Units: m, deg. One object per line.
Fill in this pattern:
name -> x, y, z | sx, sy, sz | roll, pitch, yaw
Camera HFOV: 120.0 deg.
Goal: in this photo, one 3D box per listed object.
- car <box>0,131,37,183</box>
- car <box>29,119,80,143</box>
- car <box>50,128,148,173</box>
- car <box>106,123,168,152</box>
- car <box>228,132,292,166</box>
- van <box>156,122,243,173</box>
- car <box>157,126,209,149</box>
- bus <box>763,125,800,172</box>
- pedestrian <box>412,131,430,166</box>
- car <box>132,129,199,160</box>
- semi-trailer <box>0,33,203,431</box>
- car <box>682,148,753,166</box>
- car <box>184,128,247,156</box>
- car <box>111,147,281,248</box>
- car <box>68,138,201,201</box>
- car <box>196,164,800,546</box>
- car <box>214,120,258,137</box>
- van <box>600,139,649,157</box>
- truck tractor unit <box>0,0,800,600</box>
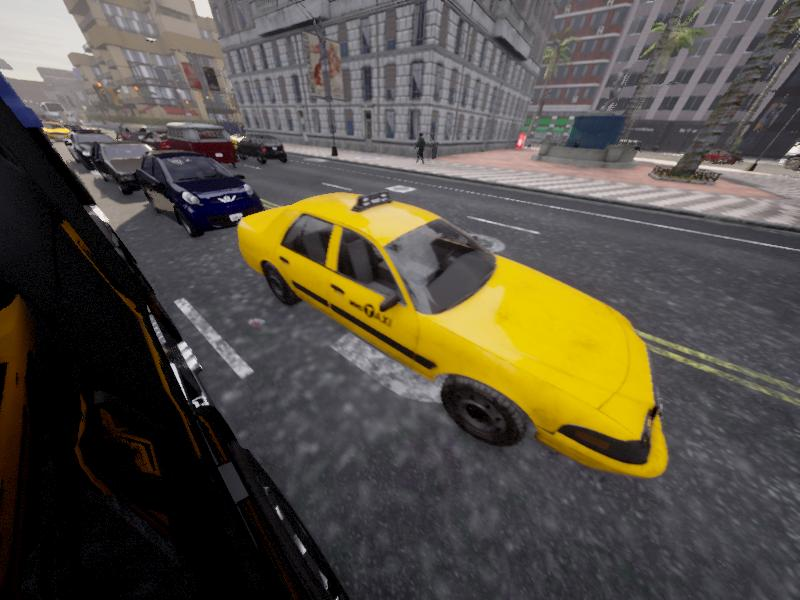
car -> -16.183, -5.533, 8.830 | 3.633, 1.501, 1.845 | 25, 42, 28
car -> -32.080, -15.685, 21.444 | 5.366, 1.575, 1.801 | 26, 42, 28
car -> -15.564, -7.835, 11.942 | 4.974, 1.542, 2.038 | 26, 42, 28
car -> -21.239, -13.186, 18.670 | 4.611, 1.667, 2.242 | 28, 44, 30
car -> -9.229, -10.042, 15.274 | 3.705, 1.549, 1.789 | 26, 42, 28
van -> -10.945, -8.428, 12.634 | 4.442, 1.987, 1.775 | 25, 42, 28
car -> -20.359, -15.325, 21.719 | 4.514, 1.525, 2.007 | 25, 42, 27
bus -> 43.572, -13.824, 21.307 | 3.944, 4.253, 10.273 | 7, 37, 5
pedestrian -> 1.416, -10.219, 15.608 | 0.751, 1.860, 0.751 | 24, 41, 26
car -> -15.935, -10.611, 15.696 | 4.193, 1.474, 1.816 | 25, 42, 28
semi-trailer -> -8.773, -3.543, 4.167 | 14.254, 4.402, 2.717 | 27, 43, 29
car -> 39.807, -18.153, 29.220 | 2.163, 1.488, 4.792 | -5, 37, -10
car -> -14.843, -12.744, 18.542 | 5.366, 1.575, 1.801 | 25, 42, 28
car -> -5.098, -2.823, 5.844 | 3.633, 1.501, 1.845 | 26, 43, 28
car -> -10.190, -5.191, 8.831 | 5.357, 1.411, 2.033 | 26, 42, 28
car -> -0.096, -0.443, 2.908 | 5.366, 1.575, 1.801 | 26, 42, 28
car -> -28.542, -29.956, 40.439 | 2.150, 2.045, 5.566 | 24, 41, 26
van -> 33.972, -23.168, 35.136 | 2.069, 2.038, 4.480 | -13, 39, -20
truck tractor unit -> -2.645, -0.295, 0.351 | 6.516, 4.208, 3.053 | 28, 44, 30
